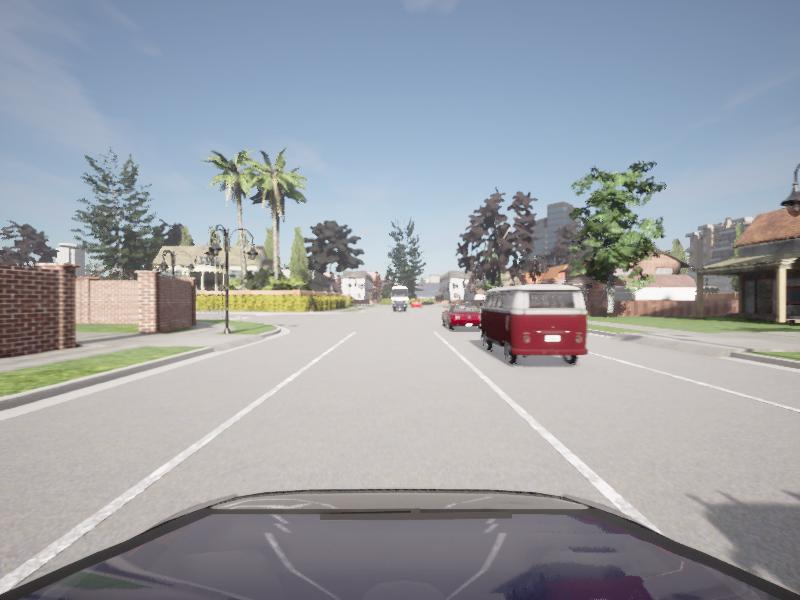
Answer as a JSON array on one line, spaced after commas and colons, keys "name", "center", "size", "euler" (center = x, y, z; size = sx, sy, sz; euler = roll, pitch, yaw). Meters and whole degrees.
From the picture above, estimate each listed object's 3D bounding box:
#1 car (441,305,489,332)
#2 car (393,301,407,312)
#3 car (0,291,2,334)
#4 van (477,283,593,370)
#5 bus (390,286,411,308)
[{"name": "car", "center": [3.488, 0.942, 22.412], "size": [1.895, 1.301, 4.718], "euler": [0, 0, 0]}, {"name": "car", "center": [-0.023, 0.822, 52.929], "size": [1.845, 1.501, 3.633], "euler": [0, 0, 0]}, {"name": "car", "center": [-17.796, 0.469, 14.287], "size": [5.027, 1.636, 2.152], "euler": [0, 0, 0]}, {"name": "van", "center": [3.493, 0.598, 11.326], "size": [1.775, 1.987, 4.442], "euler": [0, 0, 0]}, {"name": "bus", "center": [0.088, -0.545, 80.283], "size": [3.944, 4.253, 10.273], "euler": [0, 0, 0]}]
